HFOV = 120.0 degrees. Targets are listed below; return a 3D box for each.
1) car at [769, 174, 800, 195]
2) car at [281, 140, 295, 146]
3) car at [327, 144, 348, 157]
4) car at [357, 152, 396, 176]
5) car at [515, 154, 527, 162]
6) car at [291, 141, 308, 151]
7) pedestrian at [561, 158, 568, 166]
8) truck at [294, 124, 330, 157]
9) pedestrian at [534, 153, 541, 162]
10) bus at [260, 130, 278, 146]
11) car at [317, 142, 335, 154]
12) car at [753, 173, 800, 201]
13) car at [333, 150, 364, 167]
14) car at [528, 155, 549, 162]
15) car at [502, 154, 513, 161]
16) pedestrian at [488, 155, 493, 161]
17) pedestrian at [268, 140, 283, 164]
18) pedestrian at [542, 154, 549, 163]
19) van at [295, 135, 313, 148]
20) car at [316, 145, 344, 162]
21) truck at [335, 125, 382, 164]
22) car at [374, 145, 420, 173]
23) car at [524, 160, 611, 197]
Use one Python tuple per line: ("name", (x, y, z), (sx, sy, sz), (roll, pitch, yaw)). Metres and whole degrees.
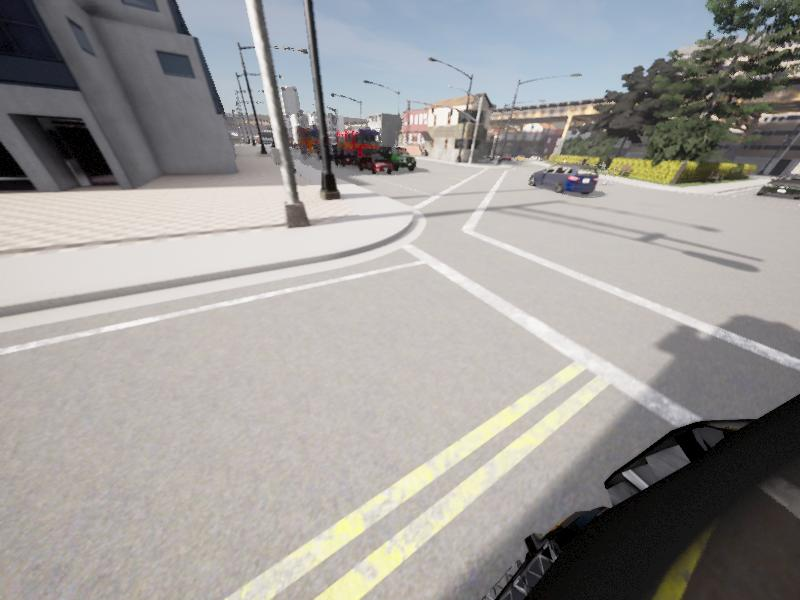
("car", (37.777, -10.948, 21.877), (4.792, 1.488, 2.163), (-16, 38, -26))
("car", (-31.232, -43.573, 64.133), (1.812, 1.442, 4.674), (-24, 41, -34))
("car", (-10.126, -24.114, 37.279), (1.812, 1.442, 4.674), (-16, 40, -26))
("car", (-2.182, -12.198, 20.597), (1.816, 1.474, 4.193), (-16, 38, -26))
("car", (32.337, -38.078, 61.937), (1.801, 1.575, 5.366), (10, 34, 11))
("car", (-19.035, -29.242, 43.758), (1.994, 1.385, 4.181), (-16, 40, -26))
("pedestrian", (33.349, -27.960, 46.830), (0.751, 1.300, 0.751), (15, 35, 17))
("truck", (-13.735, -24.845, 35.889), (2.891, 3.827, 8.468), (-16, 40, -26))
("pedestrian", (36.033, -37.366, 60.594), (0.751, 1.860, 0.751), (6, 34, 5))
("bus", (-46.188, -57.079, 81.476), (3.944, 4.253, 10.273), (-15, 37, -25))
("car", (-13.291, -27.358, 41.544), (1.816, 1.474, 4.193), (-16, 40, -26))
("car", (31.772, -9.301, 18.825), (5.027, 1.651, 2.152), (-16, 38, -25))
("car", (-5.781, -15.694, 25.585), (1.994, 1.385, 4.181), (-16, 38, -25))
("car", (43.994, -44.972, 73.357), (2.152, 1.651, 5.027), (-16, 38, -26))
("car", (28.904, -38.478, 62.367), (1.970, 1.475, 3.806), (10, 34, 11))
("pedestrian", (20.265, -31.743, 51.644), (0.500, 1.100, 0.500), (-8, 35, -16))
("pedestrian", (-11.609, -13.834, 21.621), (0.751, 1.860, 0.751), (-10, 36, -19))
("pedestrian", (36.765, -35.824, 58.349), (0.751, 1.860, 0.751), (16, 36, 18))
("van", (-22.507, -37.107, 54.013), (2.351, 2.431, 6.366), (-16, 39, -26))
("car", (-9.279, -19.292, 30.354), (2.038, 1.542, 4.974), (-16, 39, -26))
("truck", (-5.616, -20.626, 30.600), (2.891, 3.827, 8.468), (-16, 39, -26))
("car", (-0.451, -14.644, 23.849), (2.150, 2.045, 5.566), (-16, 39, -26))
("car", (11.149, -8.474, 15.956), (2.242, 1.667, 4.611), (-1, 34, -7))
